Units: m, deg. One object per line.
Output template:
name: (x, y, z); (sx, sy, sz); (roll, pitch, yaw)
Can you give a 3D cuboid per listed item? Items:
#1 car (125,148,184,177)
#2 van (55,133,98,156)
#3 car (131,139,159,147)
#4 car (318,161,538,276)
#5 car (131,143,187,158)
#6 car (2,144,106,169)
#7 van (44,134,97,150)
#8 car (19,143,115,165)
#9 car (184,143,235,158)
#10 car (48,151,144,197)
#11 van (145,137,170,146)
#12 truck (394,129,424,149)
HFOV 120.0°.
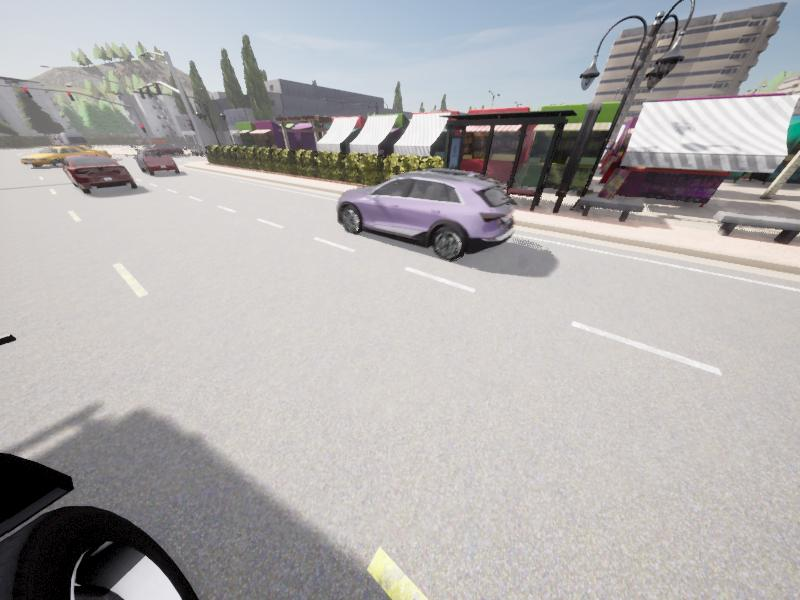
car: (-17.698, -10.007, 16.665); (3.633, 1.501, 1.845); (25, 42, 31)
van: (-45.720, -22.036, 32.637); (5.915, 2.561, 1.988); (21, 40, 27)
car: (-71.651, -44.250, 65.052); (2.152, 1.651, 5.027); (4, 35, 5)
car: (0.437, -2.442, 5.967); (4.856, 1.649, 2.033); (23, 41, 28)
car: (-31.519, -19.727, 30.436); (1.812, 1.442, 4.674); (24, 41, 29)
car: (-30.130, -12.822, 20.530); (1.801, 1.575, 5.366); (-4, 35, -6)
van: (-65.929, -31.831, 46.518); (2.351, 2.431, 6.366); (-8, 36, -11)
car: (-33.512, -14.920, 23.485); (1.801, 1.575, 5.366); (24, 41, 29)
car: (-25.922, -20.571, 31.640); (2.163, 1.488, 4.792); (22, 41, 28)
car: (-15.542, -6.564, 11.788); (5.008, 1.535, 1.882); (23, 41, 28)
van: (-68.120, -44.620, 65.038); (1.775, 1.987, 4.442); (4, 35, 5)
truck: (2.304, -39.689, 56.917); (2.891, 3.827, 8.468); (23, 41, 29)
